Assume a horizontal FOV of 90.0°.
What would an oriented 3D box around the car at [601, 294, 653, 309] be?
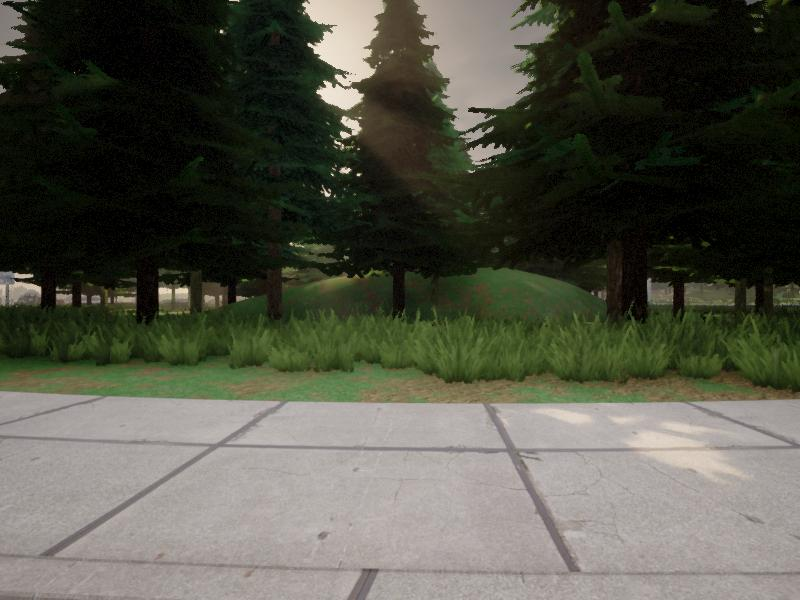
[{"bbox_3d":[26.422,0.178,46.758,2.033,1.649,4.856,0,0,-30],"label":"car"}]
